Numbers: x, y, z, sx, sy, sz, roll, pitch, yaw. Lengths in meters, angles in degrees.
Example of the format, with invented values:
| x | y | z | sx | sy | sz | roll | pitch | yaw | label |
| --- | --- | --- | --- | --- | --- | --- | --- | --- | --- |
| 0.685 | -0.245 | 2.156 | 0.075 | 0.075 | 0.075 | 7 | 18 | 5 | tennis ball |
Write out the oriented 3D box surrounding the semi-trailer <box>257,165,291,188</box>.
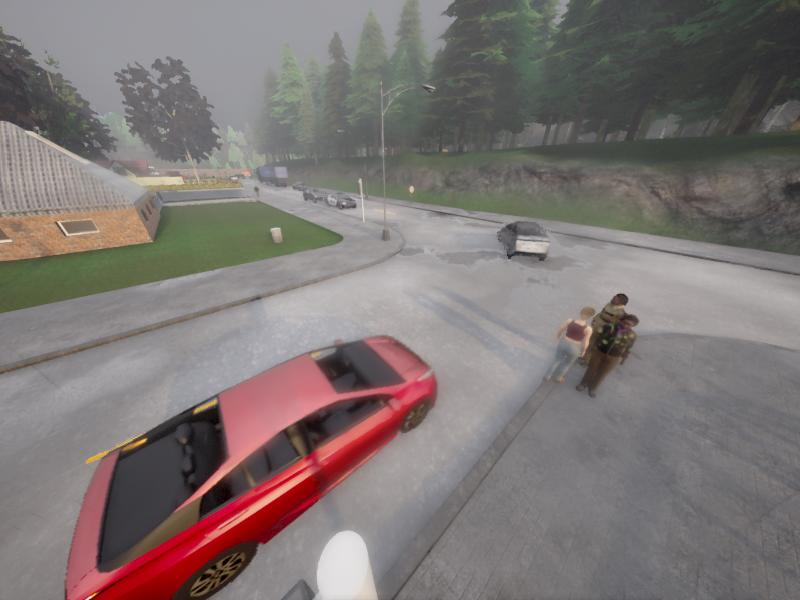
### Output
| x | y | z | sx | sy | sz | roll | pitch | yaw | label |
| --- | --- | --- | --- | --- | --- | --- | --- | --- | --- |
| -30.391 | -29.830 | 55.459 | 2.717 | 4.402 | 14.254 | -23 | 37 | -34 | semi-trailer |

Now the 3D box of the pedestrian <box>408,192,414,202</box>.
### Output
| x | y | z | sx | sy | sz | roll | pitch | yaw | label |
| --- | --- | --- | --- | --- | --- | --- | --- | --- | --- |
| 1.423 | -13.285 | 29.866 | 0.500 | 1.100 | 0.500 | -16 | 34 | -25 | pedestrian |

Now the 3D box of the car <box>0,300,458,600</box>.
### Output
| x | y | z | sx | sy | sz | roll | pitch | yaw | label |
| --- | --- | --- | --- | --- | --- | --- | --- | --- | --- |
| -1.407 | 1.774 | 3.613 | 4.514 | 1.525 | 2.007 | -23 | 37 | -34 | car |

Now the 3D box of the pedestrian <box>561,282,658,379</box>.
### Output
| x | y | z | sx | sy | sz | roll | pitch | yaw | label |
| --- | --- | --- | --- | --- | --- | --- | --- | --- | --- |
| 4.288 | 0.653 | 4.929 | 0.751 | 1.860 | 0.751 | 9 | 31 | 16 | pedestrian |

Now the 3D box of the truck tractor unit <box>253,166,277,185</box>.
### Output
| x | y | z | sx | sy | sz | roll | pitch | yaw | label |
| --- | --- | --- | --- | --- | --- | --- | --- | --- | --- |
| -35.473 | -32.781 | 60.760 | 3.053 | 4.208 | 6.516 | -23 | 37 | -34 | truck tractor unit |

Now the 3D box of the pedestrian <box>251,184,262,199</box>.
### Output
| x | y | z | sx | sy | sz | roll | pitch | yaw | label |
| --- | --- | --- | --- | --- | --- | --- | --- | --- | --- |
| -20.237 | -15.337 | 32.660 | 0.751 | 1.860 | 0.751 | -22 | 37 | -33 | pedestrian |

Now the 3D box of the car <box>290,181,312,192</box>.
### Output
| x | y | z | sx | sy | sz | roll | pitch | yaw | label |
| --- | --- | --- | --- | --- | --- | --- | --- | --- | --- |
| -19.116 | -21.912 | 44.494 | 2.242 | 1.667 | 4.611 | -23 | 37 | -34 | car |

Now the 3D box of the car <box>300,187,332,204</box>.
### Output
| x | y | z | sx | sy | sz | roll | pitch | yaw | label |
| --- | --- | --- | --- | --- | --- | --- | --- | --- | --- |
| -11.336 | -14.136 | 31.074 | 2.152 | 1.651 | 5.027 | -23 | 37 | -34 | car |

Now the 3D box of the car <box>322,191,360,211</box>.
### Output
| x | y | z | sx | sy | sz | roll | pitch | yaw | label |
| --- | --- | --- | --- | --- | --- | --- | --- | --- | --- |
| -6.774 | -11.375 | 26.382 | 2.038 | 1.542 | 4.974 | -23 | 37 | -34 | car |

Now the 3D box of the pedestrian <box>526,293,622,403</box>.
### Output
| x | y | z | sx | sy | sz | roll | pitch | yaw | label |
| --- | --- | --- | --- | --- | --- | --- | --- | --- | --- |
| 3.256 | 0.926 | 4.474 | 0.751 | 1.860 | 0.751 | -19 | 35 | -29 | pedestrian |

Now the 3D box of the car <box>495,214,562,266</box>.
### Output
| x | y | z | sx | sy | sz | roll | pitch | yaw | label |
| --- | --- | --- | --- | --- | --- | --- | --- | --- | --- |
| 6.735 | -3.502 | 12.752 | 2.007 | 1.525 | 4.514 | 7 | 31 | 11 | car |

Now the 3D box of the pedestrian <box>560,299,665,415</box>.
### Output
| x | y | z | sx | sy | sz | roll | pitch | yaw | label |
| --- | --- | --- | --- | --- | --- | --- | --- | --- | --- |
| 3.798 | 1.044 | 4.252 | 0.751 | 1.860 | 0.751 | -25 | 39 | -37 | pedestrian |
